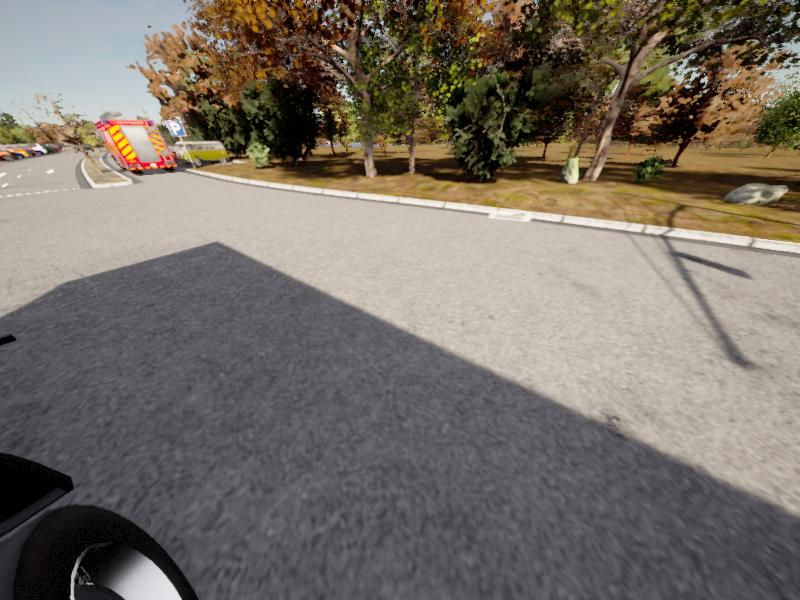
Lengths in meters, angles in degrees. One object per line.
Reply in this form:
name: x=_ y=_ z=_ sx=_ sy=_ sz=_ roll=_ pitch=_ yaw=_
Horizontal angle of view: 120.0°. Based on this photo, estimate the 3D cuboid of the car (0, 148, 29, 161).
car: x=-63.862 y=-23.023 z=36.628 sx=2.097 sy=1.535 sz=5.008 roll=14 pitch=39 yaw=21

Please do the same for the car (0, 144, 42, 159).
car: x=-72.293 y=-28.129 z=43.643 sx=1.878 sy=1.987 sz=4.442 roll=14 pitch=39 yaw=21

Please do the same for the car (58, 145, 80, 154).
car: x=-82.115 y=-37.514 z=57.389 sx=2.242 sy=1.667 sz=4.611 roll=-31 pitch=45 yaw=-34

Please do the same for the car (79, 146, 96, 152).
car: x=-79.944 y=-38.668 z=59.112 sx=1.895 sy=1.301 sz=4.718 roll=-31 pitch=45 yaw=-34

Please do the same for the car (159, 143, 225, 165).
car: x=-22.143 y=-15.764 z=24.892 sx=2.185 sy=1.767 sz=4.553 roll=12 pitch=37 yaw=17

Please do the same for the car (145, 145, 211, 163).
car: x=-26.672 y=-17.767 z=28.042 sx=1.946 sy=1.575 sz=5.366 roll=12 pitch=37 yaw=18

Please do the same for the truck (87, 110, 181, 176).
truck: x=-22.219 y=-12.979 z=19.252 sx=8.468 sy=3.827 sz=2.891 roll=25 pitch=43 yaw=32

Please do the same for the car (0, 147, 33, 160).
car: x=-66.056 y=-24.136 z=38.254 sx=1.946 sy=1.575 sz=5.366 roll=14 pitch=39 yaw=21

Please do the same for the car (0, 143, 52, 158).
car: x=-76.561 y=-30.502 z=47.055 sx=2.435 sy=2.045 sz=5.566 roll=15 pitch=40 yaw=21

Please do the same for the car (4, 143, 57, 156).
car: x=-80.770 y=-32.934 z=50.586 sx=2.435 sy=2.045 sz=5.566 roll=15 pitch=40 yaw=21

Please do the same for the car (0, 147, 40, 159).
car: x=-70.229 y=-26.624 z=41.917 sx=2.163 sy=1.488 sz=4.792 roll=15 pitch=39 yaw=21

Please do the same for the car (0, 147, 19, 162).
car: x=-59.551 y=-20.733 z=33.071 sx=2.185 sy=1.767 sz=4.553 roll=14 pitch=39 yaw=20

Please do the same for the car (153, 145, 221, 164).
car: x=-24.309 y=-16.870 z=26.722 sx=1.946 sy=1.575 sz=5.366 roll=12 pitch=37 yaw=18

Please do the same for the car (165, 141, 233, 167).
car: x=-19.910 y=-14.720 z=23.189 sx=1.878 sy=1.987 sz=4.442 roll=12 pitch=37 yaw=17

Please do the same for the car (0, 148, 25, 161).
car: x=-61.707 y=-21.826 z=34.886 sx=2.231 sy=1.521 sz=4.892 roll=14 pitch=39 yaw=20

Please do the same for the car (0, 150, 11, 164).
car: x=-55.221 y=-18.241 z=29.662 sx=2.097 sy=1.535 sz=5.008 roll=13 pitch=39 yaw=20

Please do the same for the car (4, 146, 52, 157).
car: x=-78.653 y=-31.531 z=48.989 sx=2.097 sy=1.535 sz=5.008 roll=14 pitch=39 yaw=21

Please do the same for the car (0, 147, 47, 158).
car: x=-74.442 y=-29.098 z=45.457 sx=2.097 sy=1.535 sz=5.008 roll=14 pitch=39 yaw=21

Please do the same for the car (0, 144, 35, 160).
car: x=-68.064 y=-25.696 z=40.108 sx=1.878 sy=1.987 sz=4.442 roll=14 pitch=39 yaw=21
